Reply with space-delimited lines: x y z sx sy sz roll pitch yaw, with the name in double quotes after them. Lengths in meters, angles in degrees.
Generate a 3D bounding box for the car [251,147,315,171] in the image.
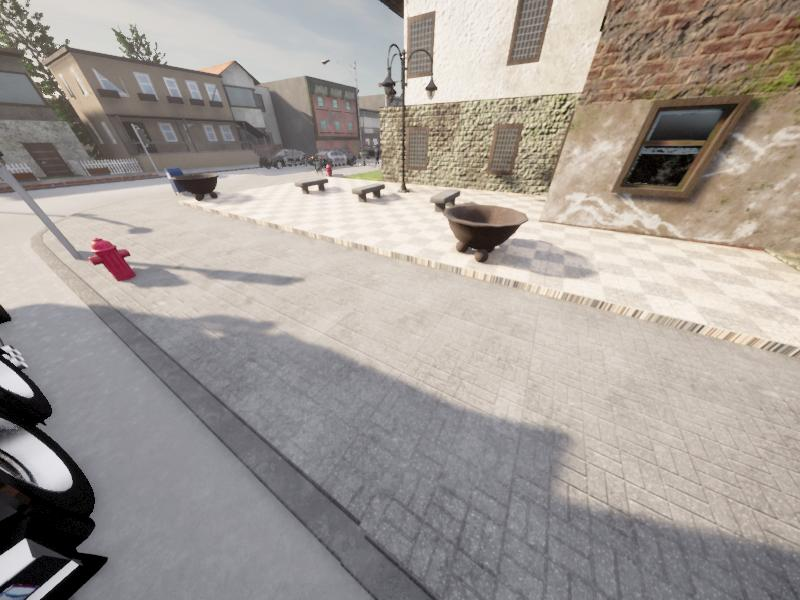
-11.202 -13.893 22.581 1.930 1.638 5.238 18 39 24 "car"

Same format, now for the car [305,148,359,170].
-6.436 -13.865 22.603 2.038 1.542 4.974 18 39 25 "car"

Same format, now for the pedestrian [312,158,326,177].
-5.657 -9.329 16.223 0.500 1.100 0.500 19 39 26 "pedestrian"

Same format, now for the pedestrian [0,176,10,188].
-22.720 -7.109 12.514 0.751 1.860 0.751 19 39 25 "pedestrian"

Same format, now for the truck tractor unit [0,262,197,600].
-5.109 -0.302 0.785 6.516 4.208 3.053 18 39 24 "truck tractor unit"
